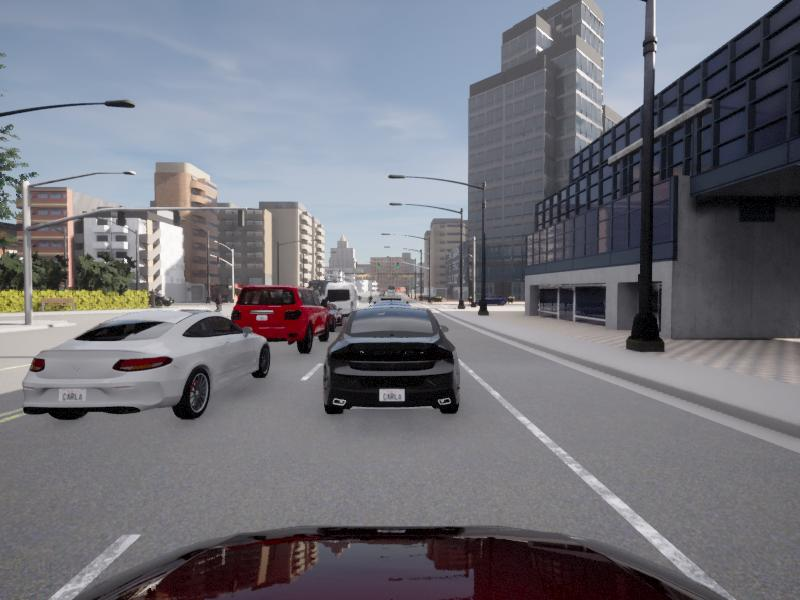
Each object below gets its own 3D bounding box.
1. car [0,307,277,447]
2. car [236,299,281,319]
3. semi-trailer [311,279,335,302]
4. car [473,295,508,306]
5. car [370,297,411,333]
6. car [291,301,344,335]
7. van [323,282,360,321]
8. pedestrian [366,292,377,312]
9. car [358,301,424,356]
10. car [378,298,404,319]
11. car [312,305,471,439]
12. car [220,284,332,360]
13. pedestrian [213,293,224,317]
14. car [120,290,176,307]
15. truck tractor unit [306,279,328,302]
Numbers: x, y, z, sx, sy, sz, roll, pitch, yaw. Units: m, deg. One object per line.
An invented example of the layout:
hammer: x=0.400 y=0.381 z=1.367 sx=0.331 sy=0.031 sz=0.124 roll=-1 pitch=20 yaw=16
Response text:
car: x=-3.644 y=0.882 z=6.694 sx=1.812 sy=1.442 sz=4.674 roll=0 pitch=0 yaw=-1
car: x=-11.047 y=0.635 z=31.513 sx=1.994 sy=1.385 sz=4.181 roll=0 pitch=1 yaw=1
semi-trailer: x=-15.838 y=-1.927 z=83.631 sx=2.717 sy=4.402 sz=14.254 roll=0 pitch=1 yaw=-2
car: x=12.127 y=0.028 z=53.711 sx=4.193 sy=1.474 sz=1.816 roll=0 pitch=2 yaw=-1
car: x=-0.477 y=0.698 z=21.363 sx=1.930 sy=1.638 sz=5.238 roll=0 pitch=1 yaw=-1
car: x=-4.025 y=0.807 z=20.271 sx=1.812 sy=1.442 sz=4.674 roll=0 pitch=1 yaw=-1
van: x=-4.150 y=0.080 z=29.499 sx=1.988 sy=2.561 sz=5.915 roll=0 pitch=1 yaw=-1
pedestrian: x=-2.796 y=0.198 z=38.690 sx=0.751 sy=1.860 sz=0.751 roll=-1 pitch=2 yaw=-40
car: x=-0.303 y=0.818 z=13.945 sx=1.882 sy=1.535 sz=5.008 roll=0 pitch=0 yaw=-1
car: x=-0.664 y=0.594 z=30.495 sx=1.816 sy=1.474 sz=4.193 roll=0 pitch=1 yaw=-1
car: x=-0.149 y=0.857 z=7.057 sx=1.837 sy=1.490 sz=4.892 roll=0 pitch=0 yaw=-1
car: x=-3.805 y=0.564 z=13.567 sx=2.150 sy=2.045 sz=5.566 roll=0 pitch=0 yaw=-1
pedestrian: x=-14.408 y=0.358 z=31.694 sx=0.751 sy=1.860 sz=0.751 roll=-1 pitch=2 yaw=-28
car: x=-31.155 y=-0.174 z=49.607 sx=5.566 sy=2.045 sz=2.150 roll=0 pitch=2 yaw=-1
truck tractor unit: x=-15.620 y=-1.710 z=75.717 sx=3.053 sy=4.208 sz=6.516 roll=0 pitch=1 yaw=-1
